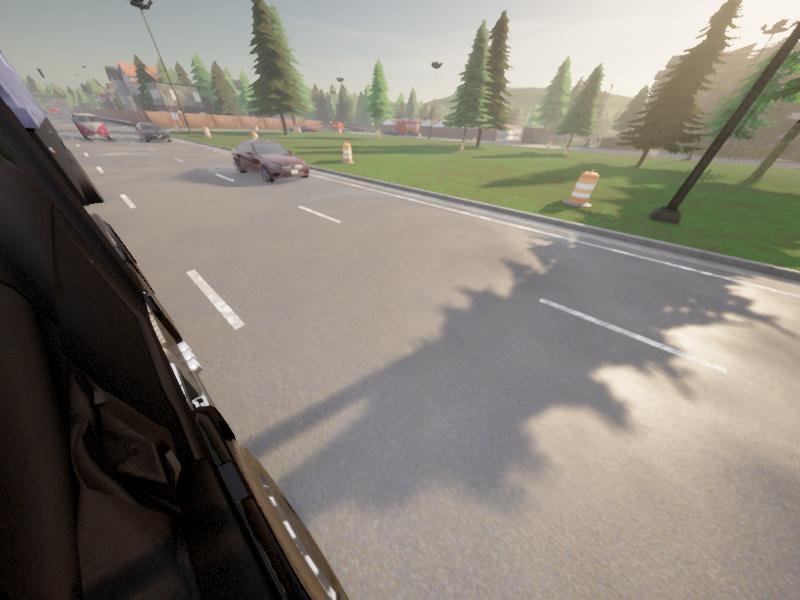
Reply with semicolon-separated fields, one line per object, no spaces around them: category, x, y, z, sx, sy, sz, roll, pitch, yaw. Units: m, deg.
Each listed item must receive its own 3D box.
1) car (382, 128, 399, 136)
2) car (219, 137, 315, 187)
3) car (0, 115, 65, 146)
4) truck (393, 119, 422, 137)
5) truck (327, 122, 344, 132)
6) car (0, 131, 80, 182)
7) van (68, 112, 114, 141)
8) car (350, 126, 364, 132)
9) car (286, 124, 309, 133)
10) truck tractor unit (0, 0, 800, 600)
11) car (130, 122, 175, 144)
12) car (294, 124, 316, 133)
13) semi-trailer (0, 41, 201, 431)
car;-2.732;-47.765;65.710;4.611;1.667;2.242;28;44;30
car;-6.240;-6.599;10.813;4.674;1.442;1.812;28;44;30
car;-28.076;-12.961;17.659;5.027;1.651;2.152;28;44;30
truck;2.038;-51.642;69.272;8.468;3.827;2.891;28;44;30
truck;-21.809;-58.507;77.935;5.204;2.467;2.627;28;44;30
car;-15.606;-6.155;9.677;4.181;1.385;1.994;28;45;30
van;-28.978;-16.286;21.717;4.442;1.987;1.775;31;44;32
car;-15.040;-59.943;81.126;4.792;1.488;2.163;28;44;30
car;-24.866;-41.723;56.261;4.514;1.525;2.007;-27;46;-33
truck tractor unit;-2.645;-0.295;0.351;6.516;4.208;3.053;28;44;30
car;-24.017;-16.210;22.358;4.892;1.490;1.837;29;44;30
car;-24.612;-44.534;59.946;4.611;1.667;2.242;-23;44;-30
semi-trailer;-8.678;-3.631;4.229;14.254;4.402;2.717;29;44;30
